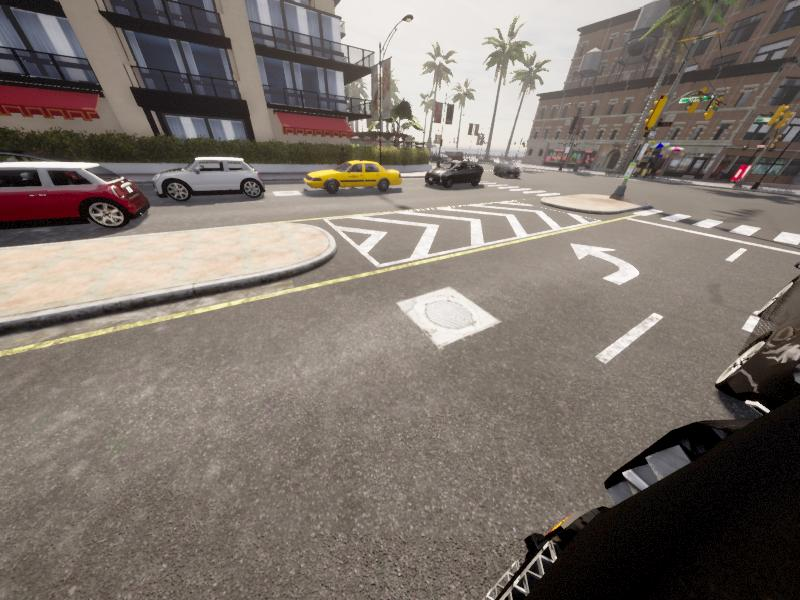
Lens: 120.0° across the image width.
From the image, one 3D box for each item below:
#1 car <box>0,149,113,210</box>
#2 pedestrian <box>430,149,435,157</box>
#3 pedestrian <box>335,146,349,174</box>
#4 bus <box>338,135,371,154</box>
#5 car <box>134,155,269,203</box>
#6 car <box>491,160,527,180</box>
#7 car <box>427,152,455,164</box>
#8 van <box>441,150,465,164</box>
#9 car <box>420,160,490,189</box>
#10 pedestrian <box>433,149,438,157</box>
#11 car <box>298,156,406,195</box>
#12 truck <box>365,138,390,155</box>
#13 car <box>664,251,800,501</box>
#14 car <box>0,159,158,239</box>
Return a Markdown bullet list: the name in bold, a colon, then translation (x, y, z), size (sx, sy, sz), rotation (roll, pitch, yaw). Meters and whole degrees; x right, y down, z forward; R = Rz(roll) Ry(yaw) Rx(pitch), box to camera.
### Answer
- **car**: translation (-12.716, -3.908, 7.446), size (3.705, 1.549, 1.789), rotation (-16, 38, -26)
- **pedestrian**: translation (9.116, -41.337, 64.904), size (0.751, 1.860, 0.751), rotation (-20, 40, -30)
- **pedestrian**: translation (-4.584, -11.153, 18.389), size (0.751, 1.860, 0.751), rotation (-14, 37, -23)
- **bus**: translation (-14.147, -48.217, 71.617), size (10.273, 4.253, 3.944), rotation (27, 40, 31)
- **car**: translation (-8.047, -5.240, 9.882), size (3.806, 1.475, 1.970), rotation (-16, 38, -26)
- **car**: translation (11.119, -13.597, 24.022), size (2.033, 1.411, 5.357), rotation (7, 34, 7)
- **car**: translation (7.145, -25.270, 41.189), size (2.128, 1.511, 4.902), rotation (-16, 38, -26)
- **van**: translation (9.802, -26.808, 43.281), size (1.775, 1.987, 4.442), rotation (-14, 37, -23)
- **car**: translation (3.879, -8.901, 16.271), size (4.514, 1.525, 2.007), rotation (-20, 40, -30)
- **pedestrian**: translation (9.733, -40.209, 63.253), size (0.751, 1.860, 0.751), rotation (-19, 39, -29)
- **car**: translation (-2.471, -6.913, 12.738), size (5.366, 1.575, 1.801), rotation (-16, 38, -26)
- **truck**: translation (-6.782, -46.329, 69.730), size (2.891, 3.827, 8.468), rotation (-25, 43, -35)
- **car**: translation (5.407, 0.457, 2.310), size (4.902, 1.511, 2.128), rotation (-16, 38, -26)
- **car**: translation (-9.274, -2.632, 5.860), size (3.806, 1.475, 1.970), rotation (-16, 38, -26)
